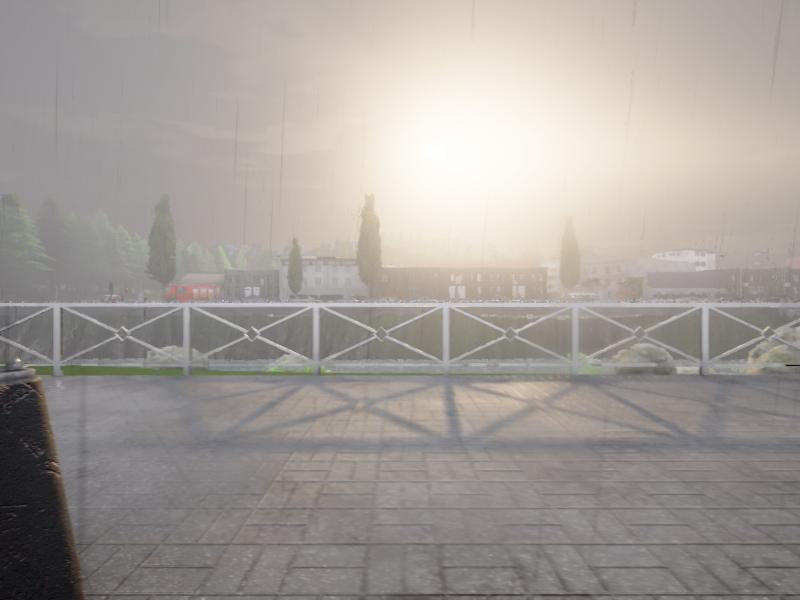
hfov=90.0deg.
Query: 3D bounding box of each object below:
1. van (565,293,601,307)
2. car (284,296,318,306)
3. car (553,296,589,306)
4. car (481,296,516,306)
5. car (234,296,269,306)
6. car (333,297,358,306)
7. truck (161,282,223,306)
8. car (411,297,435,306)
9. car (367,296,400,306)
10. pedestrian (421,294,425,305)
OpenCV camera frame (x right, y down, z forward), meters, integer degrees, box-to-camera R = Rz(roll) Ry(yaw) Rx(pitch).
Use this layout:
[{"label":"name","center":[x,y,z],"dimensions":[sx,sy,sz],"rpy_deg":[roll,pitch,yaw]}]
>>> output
[{"label":"van","center":[27.625,-0.026,60.378],"dimensions":[4.480,2.038,2.069],"rpy_deg":[0,0,0]},{"label":"car","center":[-15.903,0.179,64.348],"dimensions":[5.027,1.651,2.152],"rpy_deg":[0,0,0]},{"label":"car","center":[27.430,0.175,64.375],"dimensions":[4.856,1.649,2.033],"rpy_deg":[0,0,0]},{"label":"car","center":[15.800,0.172,64.365],"dimensions":[5.238,1.638,1.930],"rpy_deg":[0,0,0]},{"label":"car","center":[-23.884,0.176,64.346],"dimensions":[4.856,1.649,2.033],"rpy_deg":[0,0,0]},{"label":"car","center":[-8.755,0.252,64.348],"dimensions":[3.806,1.475,1.970],"rpy_deg":[0,0,0]},{"label":"truck","center":[-33.374,-0.925,64.339],"dimensions":[8.468,3.827,2.891],"rpy_deg":[0,0,0]},{"label":"car","center":[3.711,0.254,64.357],"dimensions":[3.806,1.475,1.970],"rpy_deg":[0,0,0]},{"label":"car","center":[-2.554,0.171,64.357],"dimensions":[5.238,1.638,1.930],"rpy_deg":[0,0,0]},{"label":"pedestrian","center":[4.056,-0.053,71.480],"dimensions":[0.751,1.860,0.751],"rpy_deg":[0,0,3]}]
